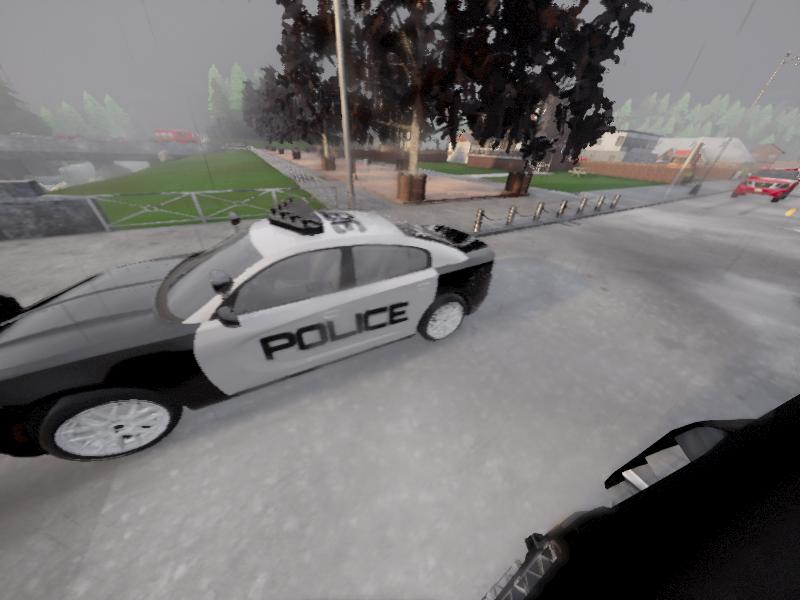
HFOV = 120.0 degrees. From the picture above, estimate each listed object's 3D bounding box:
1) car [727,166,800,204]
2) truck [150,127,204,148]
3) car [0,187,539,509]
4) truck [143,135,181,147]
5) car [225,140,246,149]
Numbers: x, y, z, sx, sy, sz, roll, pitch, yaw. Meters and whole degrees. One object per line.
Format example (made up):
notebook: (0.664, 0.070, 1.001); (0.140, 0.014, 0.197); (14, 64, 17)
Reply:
car: (27.004, -8.504, 16.867); (5.566, 2.045, 2.150); (-16, 38, -26)
truck: (-55.490, -40.689, 57.934); (8.468, 3.827, 2.891); (-16, 38, -26)
car: (-1.193, -0.242, 2.747); (5.238, 1.638, 1.930); (-14, 37, -24)
truck: (-61.017, -40.946, 59.493); (6.274, 2.098, 2.390); (-16, 38, -26)
car: (-47.304, -44.797, 66.493); (4.605, 1.855, 1.932); (-16, 38, -26)
